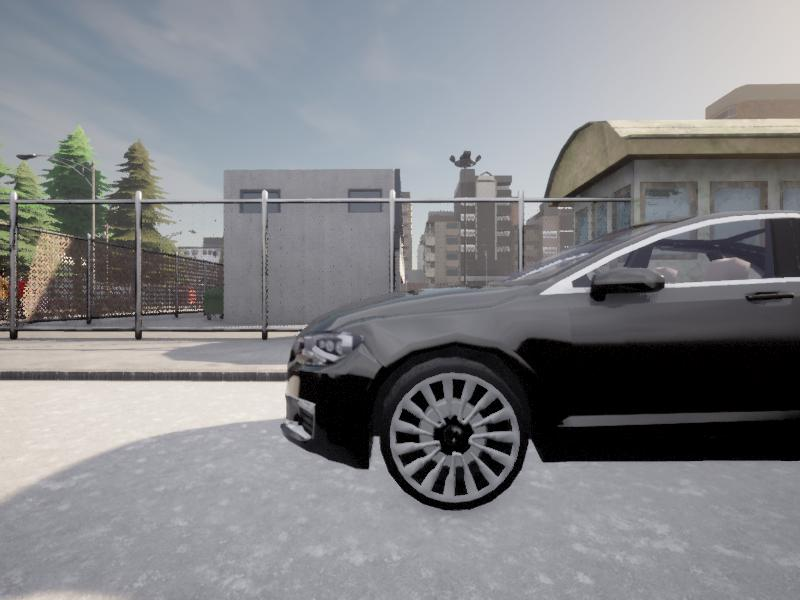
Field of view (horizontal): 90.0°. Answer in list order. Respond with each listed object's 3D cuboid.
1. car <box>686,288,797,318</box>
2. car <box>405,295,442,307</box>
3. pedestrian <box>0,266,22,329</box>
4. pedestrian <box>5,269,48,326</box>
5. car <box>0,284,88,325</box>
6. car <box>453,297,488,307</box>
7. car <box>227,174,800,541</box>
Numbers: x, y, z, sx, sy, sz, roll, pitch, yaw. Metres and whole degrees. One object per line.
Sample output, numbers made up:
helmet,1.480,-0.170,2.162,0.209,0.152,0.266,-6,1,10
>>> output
car,17.629,0.159,20.794,4.193,1.474,1.816,0,0,1
car,3.273,0.171,56.275,5.238,1.638,1.930,0,0,2
pedestrian,-12.214,-0.075,12.155,0.751,1.860,0.751,0,0,2
pedestrian,-12.465,-0.075,13.377,0.751,1.860,0.751,0,0,3
car,-17.337,0.178,18.412,2.033,1.649,4.856,0,0,2
car,9.808,0.270,56.091,4.674,1.442,1.812,0,0,1
car,1.742,0.236,2.706,4.902,1.511,2.128,0,0,1
